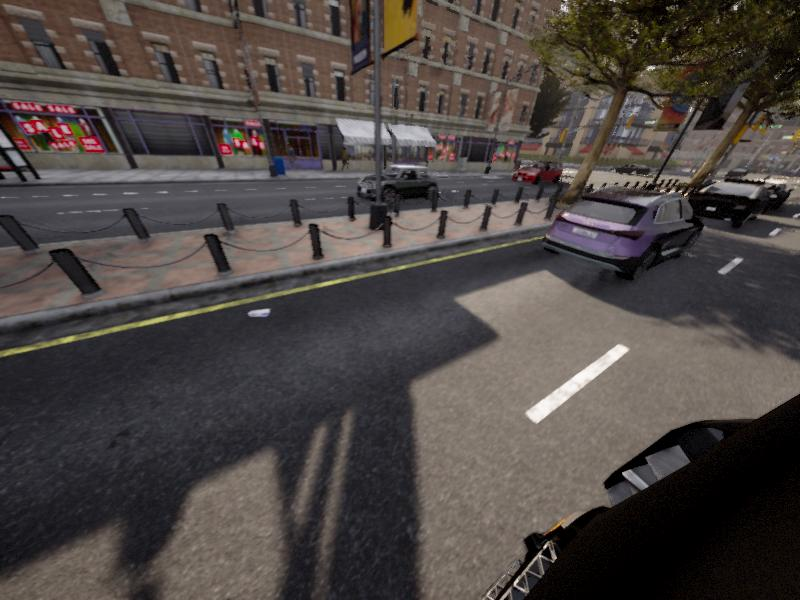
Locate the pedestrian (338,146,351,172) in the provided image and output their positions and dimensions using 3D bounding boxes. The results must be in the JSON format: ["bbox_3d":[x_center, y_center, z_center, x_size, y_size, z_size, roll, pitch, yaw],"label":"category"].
[{"bbox_3d":[-4.622,-11.827,19.425,0.751,1.860,0.751,-13,37,-22],"label":"pedestrian"}]

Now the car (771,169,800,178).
[{"bbox_3d":[92.018,-29.511,53.931,5.357,1.411,2.033,17,36,21],"label":"car"}]

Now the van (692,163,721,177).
[{"bbox_3d":[55.546,-23.626,41.848,4.442,1.987,1.775,-16,38,-26],"label":"van"}]

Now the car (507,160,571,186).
[{"bbox_3d":[11.986,-11.039,19.957,4.611,1.667,2.242,-16,38,-26],"label":"car"}]

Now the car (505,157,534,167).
[{"bbox_3d":[23.709,-27.448,45.874,1.895,1.301,4.718,-16,38,-26],"label":"car"}]

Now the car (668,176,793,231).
[{"bbox_3d":[14.709,-4.455,10.271,5.238,1.638,1.930,-16,38,-26],"label":"car"}]

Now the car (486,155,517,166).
[{"bbox_3d":[19.838,-27.533,45.458,1.801,1.575,5.366,-16,38,-26],"label":"car"}]

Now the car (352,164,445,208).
[{"bbox_3d":[-0.053,-5.532,10.950,3.806,1.475,1.970,-20,40,-30],"label":"car"}]

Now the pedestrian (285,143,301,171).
[{"bbox_3d":[-8.545,-11.348,18.414,0.751,1.860,0.751,-13,37,-22],"label":"pedestrian"}]

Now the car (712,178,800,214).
[{"bbox_3d":[20.609,-6.072,13.291,3.806,1.475,1.970,-14,37,-24],"label":"car"}]

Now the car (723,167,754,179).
[{"bbox_3d":[59.347,-22.334,40.497,5.238,1.638,1.930,-16,38,-26],"label":"car"}]

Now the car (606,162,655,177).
[{"bbox_3d":[34.781,-19.809,35.010,1.837,1.490,4.892,-7,35,-16],"label":"car"}]

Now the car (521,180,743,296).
[{"bbox_3d":[5.707,-1.875,5.732,4.856,1.649,2.033,-16,38,-26],"label":"car"}]
